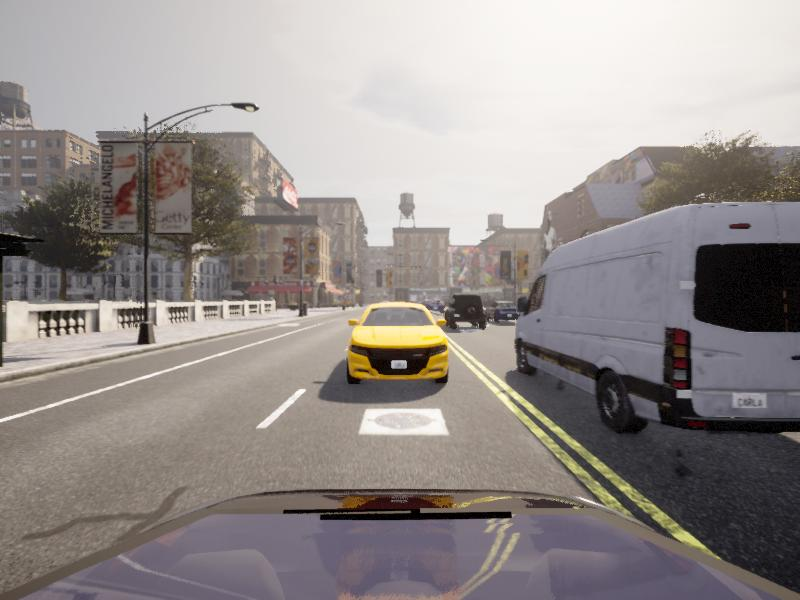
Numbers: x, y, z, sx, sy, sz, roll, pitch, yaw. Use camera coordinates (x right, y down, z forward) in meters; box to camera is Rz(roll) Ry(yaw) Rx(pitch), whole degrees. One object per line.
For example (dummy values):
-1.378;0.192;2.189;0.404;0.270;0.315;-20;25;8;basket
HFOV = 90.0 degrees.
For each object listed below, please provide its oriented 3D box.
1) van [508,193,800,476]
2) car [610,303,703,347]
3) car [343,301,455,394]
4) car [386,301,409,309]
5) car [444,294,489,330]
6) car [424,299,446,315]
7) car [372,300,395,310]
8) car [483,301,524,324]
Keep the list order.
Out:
3.544;0.310;6.573;1.988;2.561;5.915;0;0;0;van
10.470;0.868;16.124;5.357;1.411;2.033;0;0;-44;car
-0.074;0.807;9.201;1.882;1.535;5.008;0;0;-1;car
-0.403;0.830;69.465;1.895;1.301;4.718;0;0;30;car
3.615;0.610;22.510;1.905;1.878;3.866;0;0;0;car
3.828;0.711;44.334;2.152;1.651;5.027;0;0;2;car
-2.592;0.763;64.169;2.002;1.452;4.674;0;0;20;car
7.137;0.809;28.000;1.816;1.474;4.193;0;0;0;car
